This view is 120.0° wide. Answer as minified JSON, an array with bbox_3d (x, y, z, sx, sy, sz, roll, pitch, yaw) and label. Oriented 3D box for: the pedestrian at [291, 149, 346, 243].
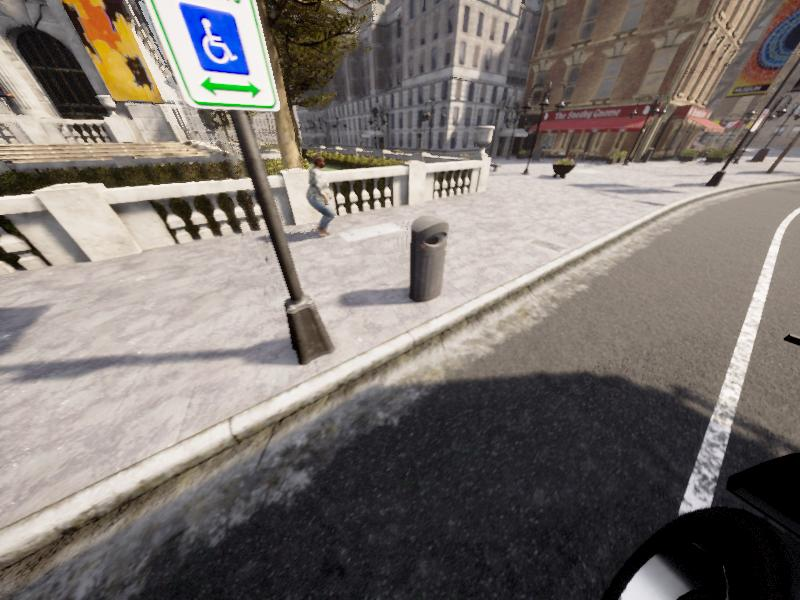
[{"bbox_3d":[-1.876,-2.429,5.448,0.751,1.860,0.751,-16,38,-20],"label":"pedestrian"}]
